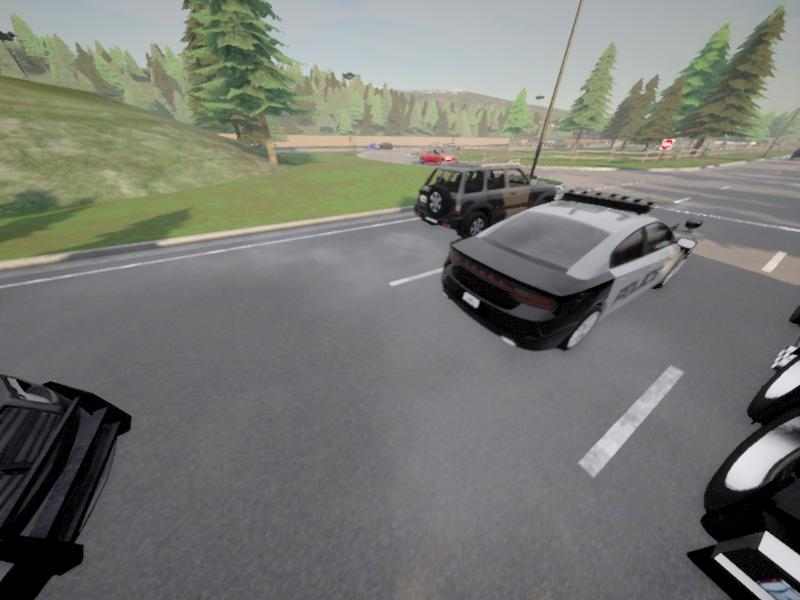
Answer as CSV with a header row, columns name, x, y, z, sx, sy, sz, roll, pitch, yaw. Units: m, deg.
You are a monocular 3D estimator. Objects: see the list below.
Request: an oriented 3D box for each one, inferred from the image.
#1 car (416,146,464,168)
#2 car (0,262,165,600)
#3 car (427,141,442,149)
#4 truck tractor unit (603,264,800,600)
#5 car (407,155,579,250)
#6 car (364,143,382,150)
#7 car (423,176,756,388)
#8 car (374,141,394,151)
name,x,y,z,sx,sy,sz,roll,pitch,yaw
car,4.141,-15.289,24.581,2.242,1.667,4.611,-25,42,-31
car,-4.257,1.565,0.388,4.974,1.542,2.038,-18,39,-24
car,10.218,-45.811,68.375,3.866,1.878,1.905,-18,39,-25
truck tractor unit,5.111,-0.298,0.794,6.516,4.208,3.053,-18,39,-24
car,2.712,-3.166,6.947,4.605,1.855,1.932,-18,39,-24
car,-7.379,-42.162,63.335,4.514,1.525,2.007,-18,39,-25
car,3.152,-0.904,3.904,5.238,1.638,1.930,-18,39,-24
car,-4.072,-38.798,58.153,4.605,1.855,1.932,-18,39,-25
